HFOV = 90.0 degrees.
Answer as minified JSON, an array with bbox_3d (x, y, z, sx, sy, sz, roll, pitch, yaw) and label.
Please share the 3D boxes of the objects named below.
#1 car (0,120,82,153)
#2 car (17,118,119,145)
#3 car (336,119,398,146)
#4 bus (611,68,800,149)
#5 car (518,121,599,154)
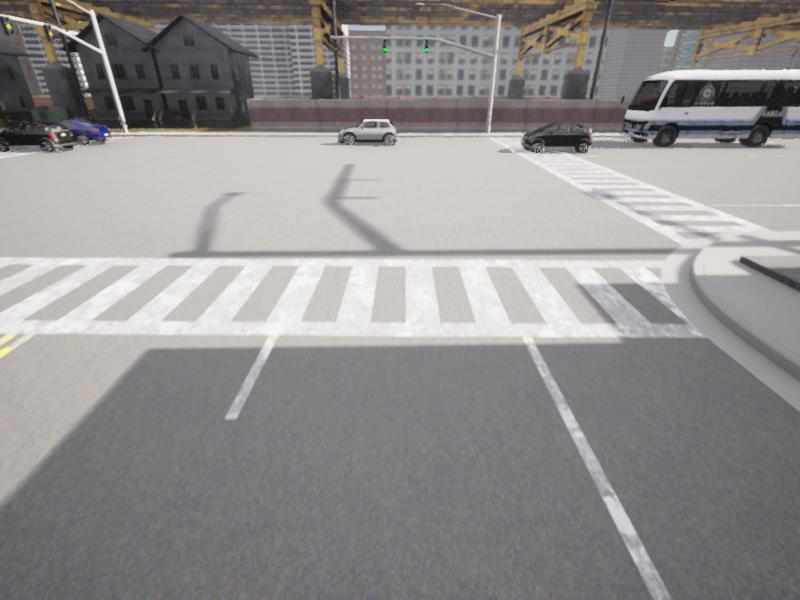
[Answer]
[{"bbox_3d":[-20.701,-9.245,22.561,3.705,1.549,1.789,0,27,0],"label":"car"},{"bbox_3d":[-21.193,-10.811,25.690,4.674,1.442,1.812,0,27,0],"label":"car"},{"bbox_3d":[-2.016,-10.785,25.690,3.806,1.475,1.970,0,27,0],"label":"car"},{"bbox_3d":[19.717,-11.917,24.952,10.273,4.253,3.944,0,27,0],"label":"bus"},{"bbox_3d":[8.827,-9.186,22.570,3.705,1.549,1.789,0,27,0],"label":"car"}]
